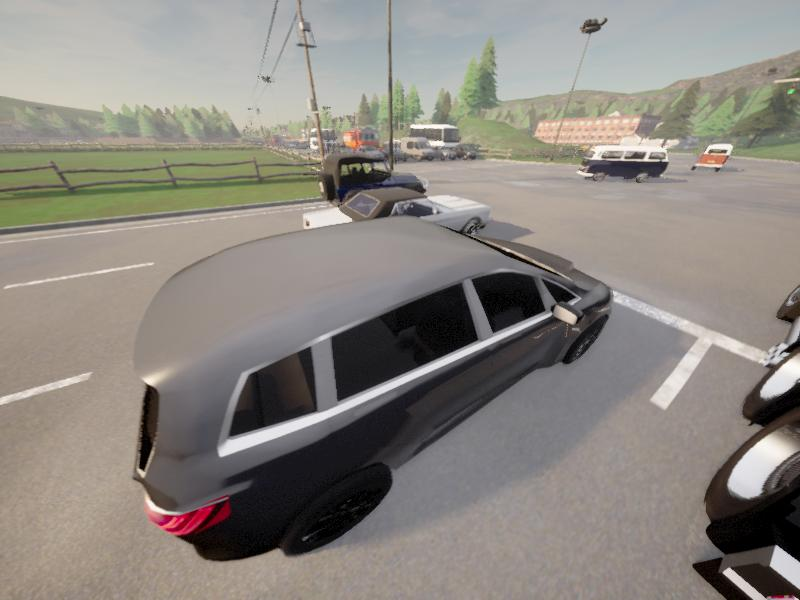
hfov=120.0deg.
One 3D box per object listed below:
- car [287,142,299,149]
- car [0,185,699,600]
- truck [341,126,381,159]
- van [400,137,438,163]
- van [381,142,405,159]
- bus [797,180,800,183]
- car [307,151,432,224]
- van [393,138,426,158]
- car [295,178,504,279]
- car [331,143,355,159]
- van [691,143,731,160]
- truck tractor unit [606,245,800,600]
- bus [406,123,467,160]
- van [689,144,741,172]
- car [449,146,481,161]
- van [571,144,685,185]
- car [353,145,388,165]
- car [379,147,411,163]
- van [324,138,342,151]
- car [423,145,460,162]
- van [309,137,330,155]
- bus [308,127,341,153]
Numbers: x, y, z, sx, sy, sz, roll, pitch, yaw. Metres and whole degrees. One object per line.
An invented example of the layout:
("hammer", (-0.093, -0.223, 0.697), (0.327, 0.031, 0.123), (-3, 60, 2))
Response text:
("car", (-31.057, -44.782, 66.896), (2.242, 1.667, 4.611), (-18, 39, -24))
("car", (0.349, 0.009, 2.536), (4.611, 1.667, 2.242), (-19, 39, -25))
("truck", (-6.137, -24.611, 36.037), (2.891, 3.827, 8.468), (-18, 39, -24))
("van", (2.281, -19.634, 30.061), (1.988, 2.561, 5.915), (-18, 39, -24))
("van", (-1.141, -22.861, 35.168), (1.775, 1.987, 4.442), (-18, 39, -24))
("bus", (31.271, -9.622, 14.359), (10.273, 4.253, 3.944), (-17, 42, -23))
("car", (-1.008, -4.293, 8.527), (3.866, 1.878, 1.905), (-19, 39, -25))
("van", (1.374, -24.552, 37.232), (2.351, 2.431, 6.366), (-18, 39, -24))
("car", (0.150, -2.107, 5.908), (4.718, 1.301, 1.895), (-19, 39, -25))
("car", (-8.400, -22.047, 34.034), (1.932, 1.855, 4.605), (-18, 39, -24))
("van", (47.895, -22.995, 35.716), (1.775, 1.987, 4.442), (17, 38, 22))
("truck tractor unit", (5.076, -0.334, 0.833), (6.516, 4.208, 3.053), (-20, 39, -26))
("bus", (5.334, -25.506, 37.012), (3.944, 4.253, 10.273), (-18, 40, -24))
("van", (30.103, -13.779, 22.275), (4.480, 2.038, 2.069), (-29, 45, -35))
("car", (8.965, -20.595, 32.311), (1.851, 1.617, 3.988), (-18, 39, -24))
("van", (14.597, -8.964, 15.233), (4.480, 2.038, 2.069), (8, 37, 11))
("car", (-3.516, -17.035, 27.039), (2.242, 1.667, 4.611), (-18, 39, -24))
("car", (-0.750, -18.216, 28.913), (1.837, 1.490, 4.892), (-18, 39, -24))
("van", (-16.696, -38.749, 57.528), (2.351, 2.431, 6.366), (-18, 39, -24))
("car", (5.522, -20.035, 31.466), (2.152, 1.651, 5.027), (-18, 39, -24))
("van", (-15.269, -29.255, 43.778), (1.988, 2.561, 5.915), (-18, 39, -24))
("bus", (-16.933, -35.831, 51.735), (3.944, 4.253, 10.273), (-18, 39, -24))
